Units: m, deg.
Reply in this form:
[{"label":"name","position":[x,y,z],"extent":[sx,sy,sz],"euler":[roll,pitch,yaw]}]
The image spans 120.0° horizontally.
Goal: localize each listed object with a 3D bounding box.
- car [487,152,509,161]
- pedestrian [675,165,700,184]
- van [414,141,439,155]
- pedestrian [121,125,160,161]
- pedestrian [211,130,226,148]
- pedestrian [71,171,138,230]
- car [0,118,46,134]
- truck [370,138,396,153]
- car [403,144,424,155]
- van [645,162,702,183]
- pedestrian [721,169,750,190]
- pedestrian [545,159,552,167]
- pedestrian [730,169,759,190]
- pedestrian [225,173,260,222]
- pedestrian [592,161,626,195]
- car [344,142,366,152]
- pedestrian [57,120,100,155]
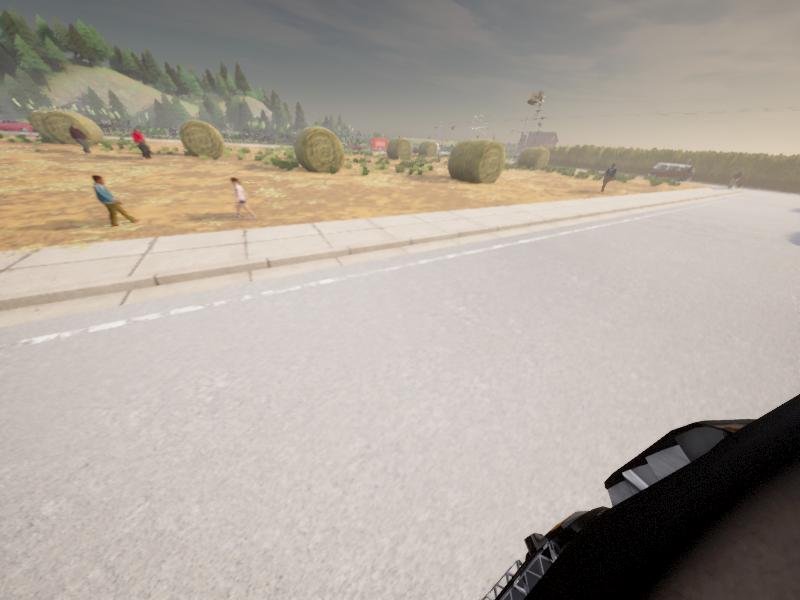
[{"label":"car","position":[24.962,-36.773,58.977],"extent":[2.038,1.542,4.974],"euler":[-14,38,-24]},{"label":"pedestrian","position":[33.772,-14.773,27.154],"extent":[0.751,1.860,0.751],"euler":[8,34,5]},{"label":"van","position":[6.809,-39.212,59.647],"extent":[5.915,2.561,1.988],"euler":[-13,38,-23]},{"label":"pedestrian","position":[-16.854,-10.196,15.063],"extent":[0.751,1.860,0.751],"euler":[8,34,5]},{"label":"pedestrian","position":[-23.381,-20.775,29.798],"extent":[0.751,1.860,0.751],"euler":[16,36,17]},{"label":"pedestrian","position":[-6.641,-2.258,5.248],"extent":[0.500,1.100,0.500],"euler":[-27,45,-37]},{"label":"car","position":[-54.851,-24.664,32.722],"extent":[4.514,1.525,2.007],"euler":[-13,38,-23]},{"label":"truck","position":[-3.778,-34.507,51.704],"extent":[5.204,2.467,2.627],"euler":[-13,38,-23]},{"label":"car","position":[3.196,-35.824,54.974],"extent":[4.553,1.767,2.097],"euler":[-13,38,-23]},{"label":"van","position":[38.575,-18.137,32.779],"extent":[2.069,2.038,4.480],"euler":[-15,39,-26]},{"label":"pedestrian","position":[34.336,-12.328,23.646],"extent":[0.751,1.860,0.751],"euler":[-13,38,-24]},{"label":"pedestrian","position":[26.850,-24.815,41.796],"extent":[0.500,1.100,0.500],"euler":[-16,39,-27]},{"label":"pedestrian","position":[36.096,-12.584,24.208],"extent":[0.751,1.860,0.751],"euler":[-14,38,-25]},{"label":"pedestrian","position":[-4.216,-2.768,6.249],"extent":[0.500,1.100,0.500],"euler":[-13,38,-23]},{"label":"pedestrian","position":[13.462,-7.881,14.927],"extent":[0.751,1.860,0.751],"euler":[-16,39,-27]},{"label":"car","position":[-9.584,-32.777,49.445],"extent":[4.193,1.474,1.816],"euler":[-13,38,-23]},{"label":"pedestrian","position":[-21.510,-10.842,15.507],"extent":[0.751,1.860,0.751],"euler":[14,36,14]}]
